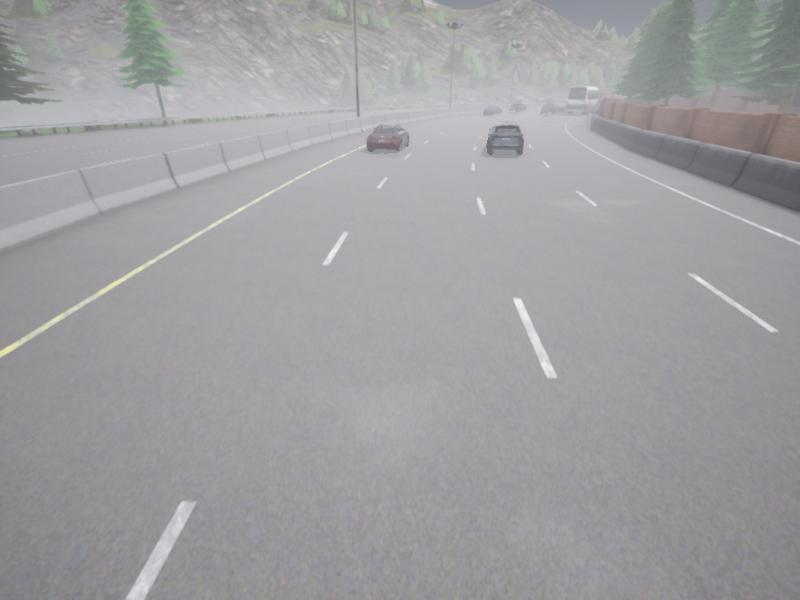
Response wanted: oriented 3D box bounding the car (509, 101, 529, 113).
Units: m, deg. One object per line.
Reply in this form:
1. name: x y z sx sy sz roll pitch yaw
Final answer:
1. car: 21.775 -35.447 73.408 1.932 1.855 4.605 17 33 29

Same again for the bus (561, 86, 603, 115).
1. bus: 31.693 -34.750 69.552 3.944 4.253 10.273 17 32 30

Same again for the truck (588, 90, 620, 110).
1. truck: 45.622 -44.767 89.528 8.468 3.827 2.891 -24 36 -38

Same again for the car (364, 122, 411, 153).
1. car: -0.649 -9.981 24.423 1.994 1.385 4.181 5 28 10

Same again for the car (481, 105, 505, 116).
1. car: 14.660 -29.817 62.956 2.033 1.411 5.357 14 30 25

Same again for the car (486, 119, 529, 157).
1. car: 6.174 -9.574 23.411 2.033 1.649 4.856 5 28 10

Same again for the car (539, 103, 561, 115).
1. car: 24.888 -31.556 66.164 2.152 1.651 5.027 16 31 27
